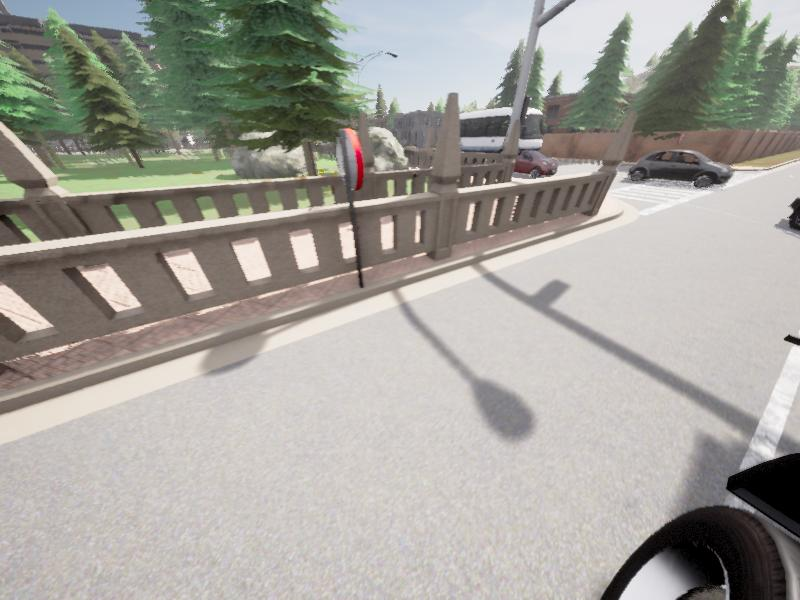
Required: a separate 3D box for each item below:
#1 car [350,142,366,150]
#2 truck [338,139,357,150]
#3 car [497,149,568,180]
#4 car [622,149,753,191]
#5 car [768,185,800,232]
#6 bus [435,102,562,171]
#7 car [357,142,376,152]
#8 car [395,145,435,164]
[{"bbox_3d":[-10.970,-40.368,60.410,2.152,1.651,5.027,-19,39,-24],"label":"car"},{"bbox_3d":[-13.079,-38.708,57.532,2.390,2.098,6.274,-19,39,-24],"label":"truck"},{"bbox_3d":[8.932,-9.431,15.933,1.845,1.501,3.633,-19,39,-24],"label":"car"},{"bbox_3d":[15.480,-7.329,12.769,1.851,1.617,3.988,-21,40,-27],"label":"car"},{"bbox_3d":[11.516,-1.868,4.803,1.932,1.855,4.605,19,39,22],"label":"car"},{"bbox_3d":[8.255,-15.268,21.903,3.944,4.253,10.273,-19,39,-24],"label":"bus"},{"bbox_3d":[-7.183,-32.846,49.500,2.152,1.651,5.027,-19,39,-24],"label":"car"},{"bbox_3d":[1.514,-16.591,26.215,1.801,1.575,5.366,-19,39,-24],"label":"car"}]
